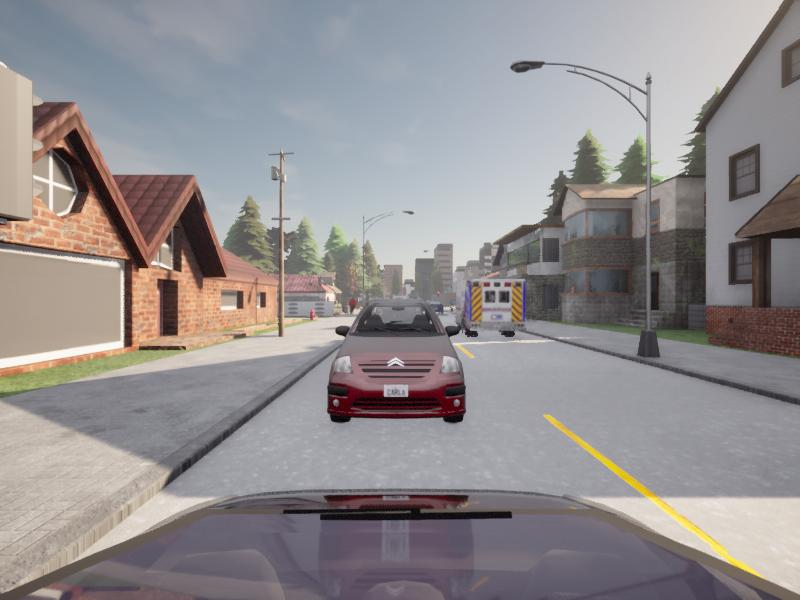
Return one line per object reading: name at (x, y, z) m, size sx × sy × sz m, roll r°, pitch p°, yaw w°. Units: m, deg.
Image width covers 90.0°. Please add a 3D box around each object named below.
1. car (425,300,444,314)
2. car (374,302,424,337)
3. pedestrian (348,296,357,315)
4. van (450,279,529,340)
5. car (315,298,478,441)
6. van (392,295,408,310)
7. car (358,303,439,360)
car at (3.974, 0.823, 46.967) m, size 1.882 × 1.535 × 5.008 m, roll 0°, pitch 0°, yaw 0°
car at (-0.034, 0.851, 19.556) m, size 2.163 × 1.488 × 4.792 m, roll 0°, pitch 0°, yaw 0°
pedestrian at (-4.736, 0.533, 39.742) m, size 0.751 × 1.860 × 0.751 m, roll 0°, pitch 0°, yaw 2°
van at (3.939, 0.378, 18.992) m, size 2.351 × 2.431 × 6.366 m, roll 0°, pitch 0°, yaw 0°
car at (-0.037, 0.788, 6.527) m, size 1.851 × 1.617 × 3.988 m, roll 0°, pitch 0°, yaw 0°
van at (-0.019, 0.379, 64.042) m, size 2.351 × 2.431 × 6.366 m, roll 0°, pitch 0°, yaw 0°
car at (-0.035, 0.851, 13.090) m, size 2.163 × 1.488 × 4.792 m, roll 0°, pitch 0°, yaw 0°
